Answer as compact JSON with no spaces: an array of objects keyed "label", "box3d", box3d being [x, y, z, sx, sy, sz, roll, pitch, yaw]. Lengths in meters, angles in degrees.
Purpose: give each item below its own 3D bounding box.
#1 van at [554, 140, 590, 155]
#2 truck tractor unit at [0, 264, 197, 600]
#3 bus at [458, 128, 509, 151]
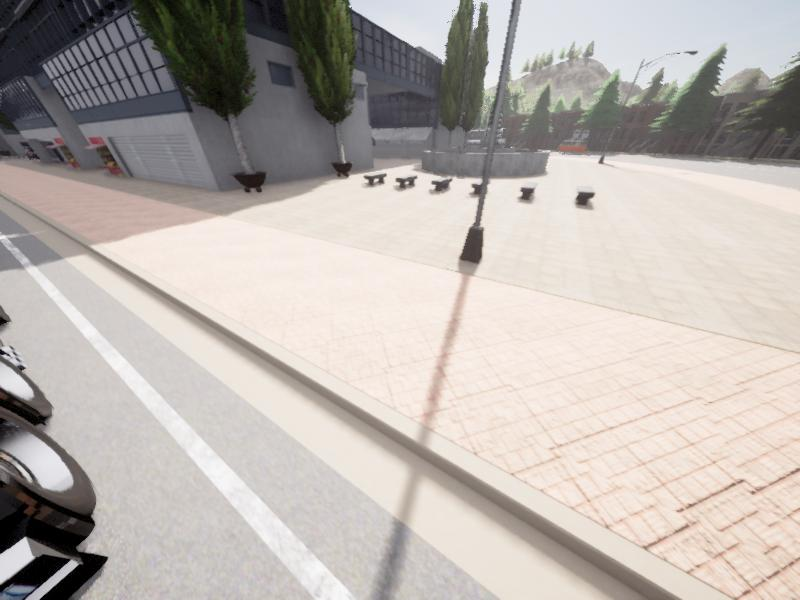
[{"label":"van","box3d":[29.371,-26.202,39.660,1.775,1.987,4.442,-13,37,-17]},{"label":"truck tractor unit","box3d":[-5.115,-0.295,0.786,6.516,4.208,3.053,18,39,24]},{"label":"bus","box3d":[19.708,-38.427,55.349,10.273,4.253,3.944,26,43,33]}]
